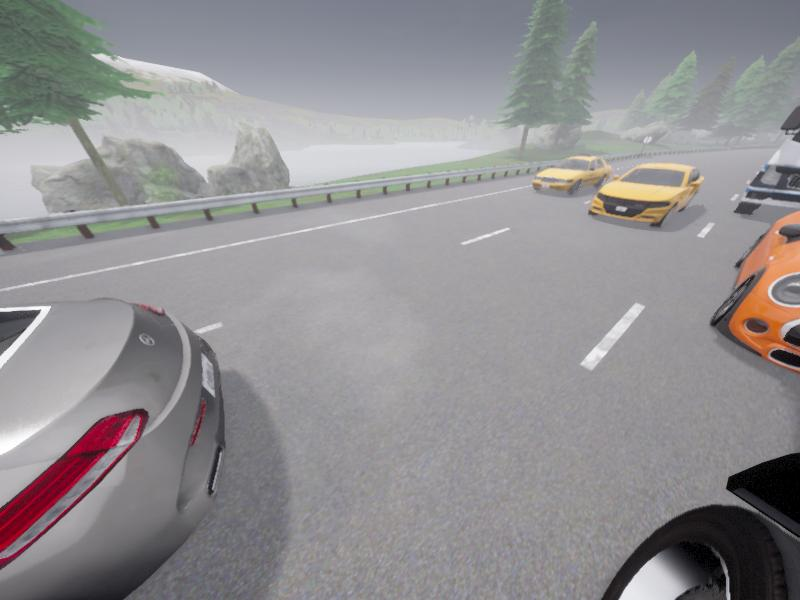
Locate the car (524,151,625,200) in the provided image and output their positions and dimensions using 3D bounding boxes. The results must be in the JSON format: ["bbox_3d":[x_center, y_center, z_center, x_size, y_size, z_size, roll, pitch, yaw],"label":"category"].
[{"bbox_3d":[8.704,-6.335,11.455,5.366,1.575,1.801,-23,41,-29],"label":"car"}]

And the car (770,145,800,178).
[{"bbox_3d":[27.598,-9.352,15.510,4.611,1.667,2.242,-23,41,-28],"label":"car"}]

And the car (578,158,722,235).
[{"bbox_3d":[8.492,-3.733,7.803,5.008,1.535,1.882,-23,41,-29],"label":"car"}]

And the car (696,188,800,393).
[{"bbox_3d":[6.245,-0.382,2.846,4.553,1.767,2.097,-23,41,-29],"label":"car"}]

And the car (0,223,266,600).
[{"bbox_3d":[-3.590,1.347,0.616,5.027,1.651,2.152,-23,41,-29],"label":"car"}]

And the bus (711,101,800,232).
[{"bbox_3d":[15.626,-5.282,7.592,10.273,4.253,3.944,-23,41,-29],"label":"bus"}]
